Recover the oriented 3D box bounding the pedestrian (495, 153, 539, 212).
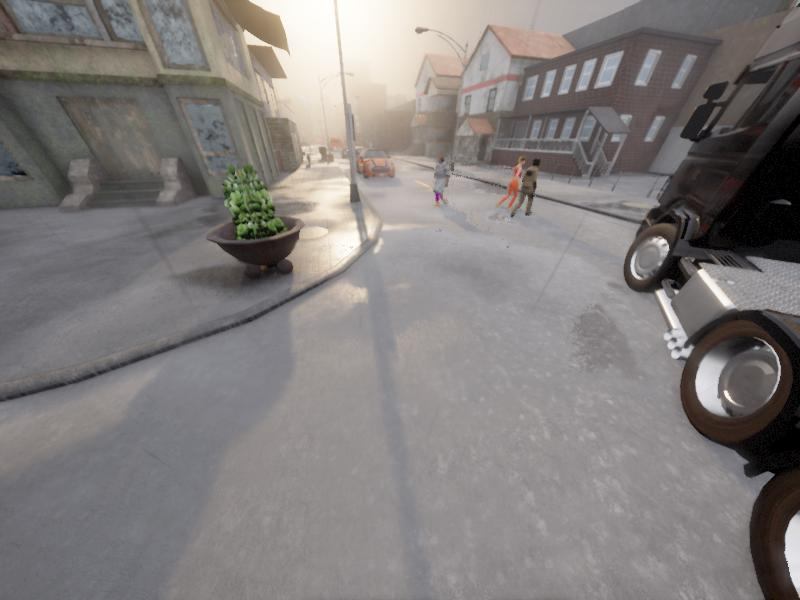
[{"bbox_3d":[4.267,-4.339,8.574,0.751,1.860,0.751,-1,35,-3],"label":"pedestrian"}]

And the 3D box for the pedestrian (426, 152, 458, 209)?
[{"bbox_3d":[1.594,-4.628,8.966,0.751,1.860,0.751,-13,37,-18],"label":"pedestrian"}]

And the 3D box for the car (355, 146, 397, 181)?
[{"bbox_3d":[-1.825,-10.001,16.734,2.097,1.767,4.553,-9,36,-13],"label":"car"}]

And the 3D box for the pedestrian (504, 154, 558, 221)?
[{"bbox_3d":[4.293,-3.730,7.702,0.751,1.860,0.751,-15,38,-21],"label":"pedestrian"}]

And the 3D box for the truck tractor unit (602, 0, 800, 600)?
[{"bbox_3d":[4.436,-0.694,1.346,3.053,4.208,6.516,19,39,25],"label":"truck tractor unit"}]

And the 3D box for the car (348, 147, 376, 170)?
[{"bbox_3d":[-3.667,-13.546,21.962,1.851,1.617,3.988,-9,36,-13],"label":"car"}]
